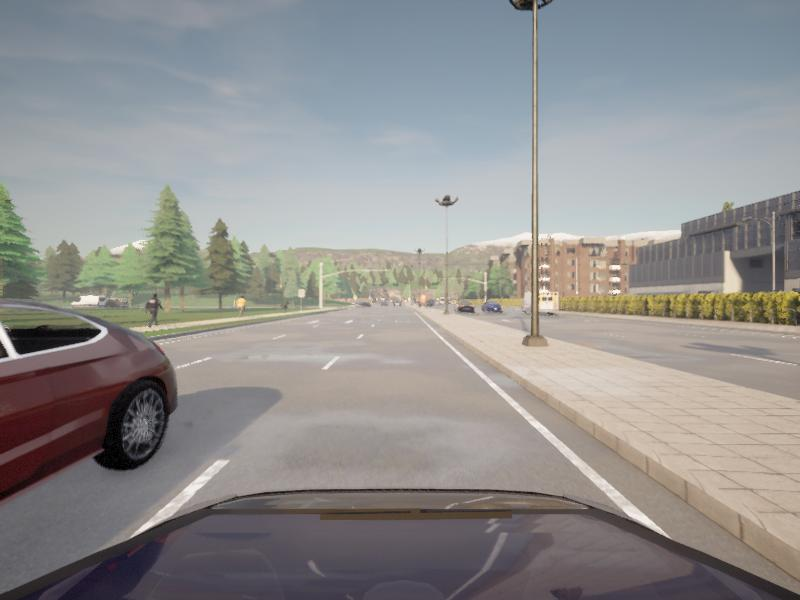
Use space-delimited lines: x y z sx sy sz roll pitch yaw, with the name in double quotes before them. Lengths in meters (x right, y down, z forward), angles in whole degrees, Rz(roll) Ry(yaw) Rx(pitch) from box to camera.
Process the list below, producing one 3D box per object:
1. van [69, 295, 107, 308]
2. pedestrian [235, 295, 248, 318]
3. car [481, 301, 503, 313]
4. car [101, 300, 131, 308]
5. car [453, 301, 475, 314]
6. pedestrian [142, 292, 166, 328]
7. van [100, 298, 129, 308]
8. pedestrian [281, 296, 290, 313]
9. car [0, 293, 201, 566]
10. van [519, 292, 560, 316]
"van" -62.083 0.381 79.638 5.915 2.561 1.988 0 0 1
"pedestrian" -12.719 0.518 32.105 0.751 1.860 0.751 0 0 2
"car" 11.718 0.922 51.339 1.812 1.442 4.674 0 0 0
"car" -61.460 0.858 86.623 5.238 1.638 1.930 0 0 1
"car" 8.222 0.881 51.497 2.038 1.542 4.974 0 0 0
"pedestrian" -12.840 0.507 20.885 0.751 1.860 0.751 0 0 1
"van" -59.311 0.658 83.084 4.480 2.038 2.069 0 0 1
"pedestrian" -12.581 0.530 44.079 0.751 1.860 0.751 0 0 2
"car" -3.499 0.784 2.352 2.152 1.651 5.027 0 0 0
"van" 15.174 0.423 43.983 2.351 2.431 6.366 0 0 0
